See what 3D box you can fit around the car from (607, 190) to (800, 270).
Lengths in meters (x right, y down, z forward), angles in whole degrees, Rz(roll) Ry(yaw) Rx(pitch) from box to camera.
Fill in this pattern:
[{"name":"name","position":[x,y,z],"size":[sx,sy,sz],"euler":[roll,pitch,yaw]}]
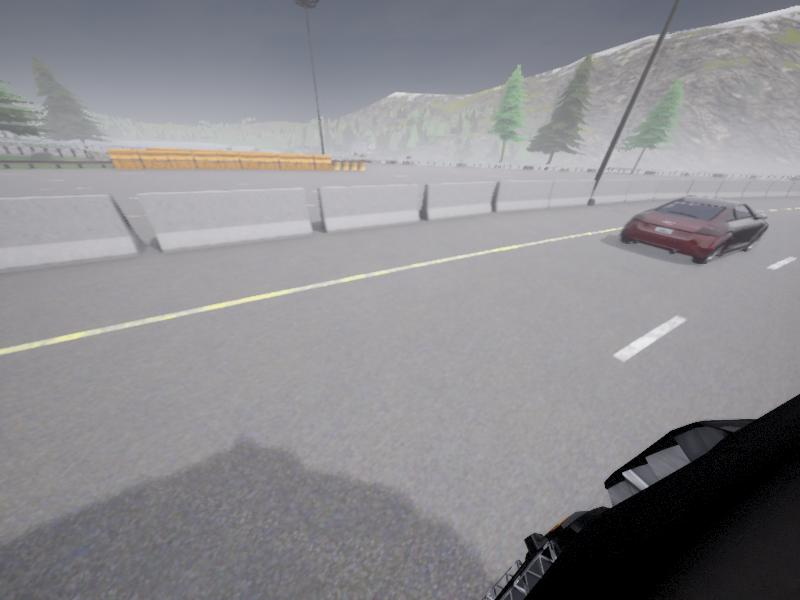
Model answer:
[{"name":"car","position":[8.735,-2.248,6.768],"size":[4.181,1.385,1.994],"euler":[-12,36,-21]}]
